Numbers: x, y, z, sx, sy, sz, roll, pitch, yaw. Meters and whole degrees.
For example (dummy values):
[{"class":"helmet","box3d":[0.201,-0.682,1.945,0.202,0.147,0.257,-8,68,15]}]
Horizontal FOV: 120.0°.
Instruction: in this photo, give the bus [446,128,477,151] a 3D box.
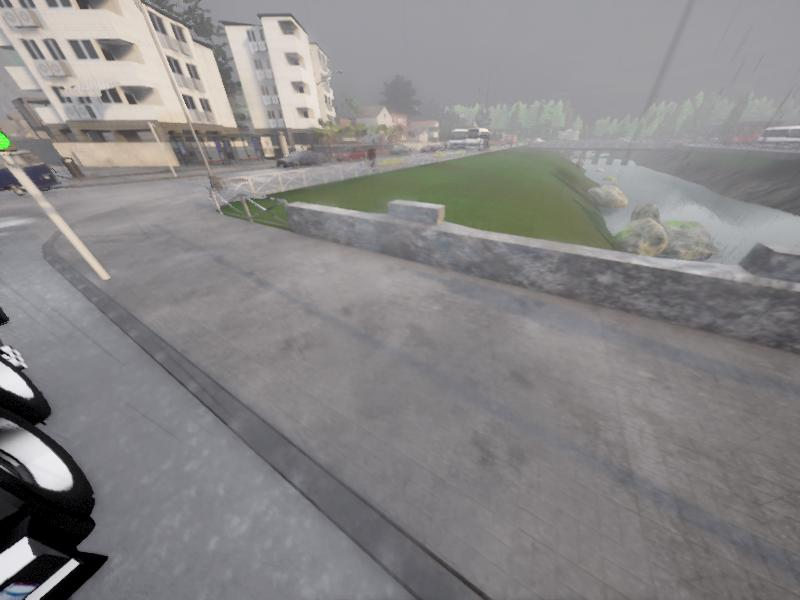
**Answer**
[{"class":"bus","box3d":[15.578,-40.172,57.843,3.944,4.253,10.273,18,39,24]}]

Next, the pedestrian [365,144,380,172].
[{"class":"pedestrian","box3d":[-2.198,-11.247,18.326,0.751,1.860,0.751,17,39,24]}]

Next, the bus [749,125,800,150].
[{"class":"bus","box3d":[88.475,-37.533,53.411,3.944,4.253,10.273,18,39,24]}]

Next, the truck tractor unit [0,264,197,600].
[{"class":"truck tractor unit","box3d":[-5.114,-0.296,0.784,6.516,4.208,3.053,18,39,24]}]

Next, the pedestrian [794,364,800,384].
[{"class":"pedestrian","box3d":[4.457,0.314,1.660,0.751,1.860,0.751,-28,43,-34]}]

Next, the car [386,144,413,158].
[{"class":"car","box3d":[0.034,-23.798,36.751,1.930,1.638,5.238,18,39,24]}]

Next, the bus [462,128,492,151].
[{"class":"bus","box3d":[18.994,-39.272,56.522,3.944,4.253,10.273,18,39,24]}]

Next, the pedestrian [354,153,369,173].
[{"class":"pedestrian","box3d":[-3.018,-10.814,18.201,0.751,1.300,0.751,10,36,14]}]

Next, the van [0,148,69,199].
[{"class":"van","box3d":[-20.356,-5.998,11.060,4.442,1.987,1.775,-19,40,-25]}]

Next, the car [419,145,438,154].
[{"class":"car","box3d":[5.483,-29.096,44.549,1.994,1.385,4.181,18,39,24]}]

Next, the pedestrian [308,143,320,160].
[{"class":"pedestrian","box3d":[-11.168,-19.332,30.019,0.751,1.860,0.751,26,43,33]}]

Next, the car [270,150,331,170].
[{"class":"car","box3d":[-9.672,-14.060,23.065,2.033,1.411,5.357,18,39,24]}]

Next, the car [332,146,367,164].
[{"class":"car","box3d":[-6.012,-17.784,28.195,1.851,1.617,3.988,18,39,24]}]
